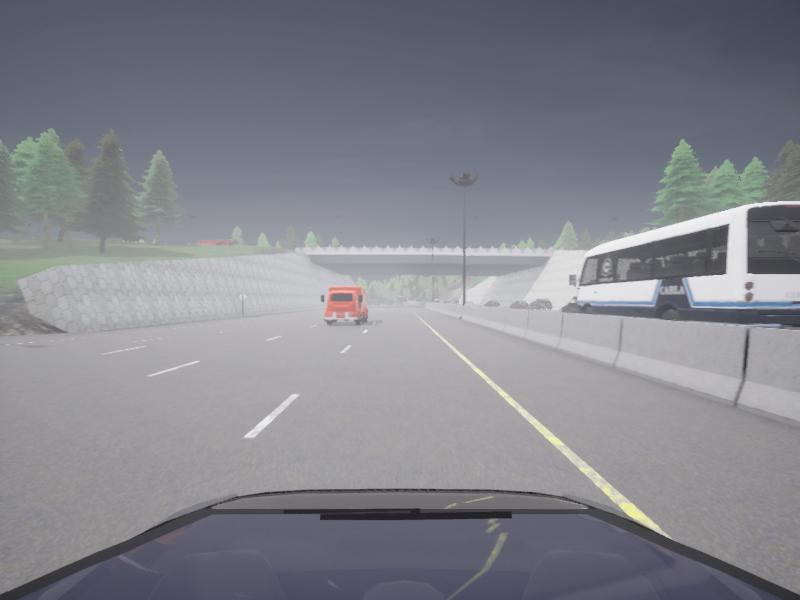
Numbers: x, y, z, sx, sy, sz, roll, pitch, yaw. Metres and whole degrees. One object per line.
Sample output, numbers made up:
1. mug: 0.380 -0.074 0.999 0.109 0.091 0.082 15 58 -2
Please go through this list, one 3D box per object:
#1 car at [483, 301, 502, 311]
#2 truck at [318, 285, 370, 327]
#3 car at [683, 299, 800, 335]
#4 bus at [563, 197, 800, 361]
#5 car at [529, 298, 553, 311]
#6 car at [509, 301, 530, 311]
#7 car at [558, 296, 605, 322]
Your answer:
1. car: 13.986 0.877 60.687 1.816 1.474 4.193 0 0 0
2. truck: -3.504 0.373 26.246 2.627 2.467 5.204 0 0 0
3. car: 17.495 0.766 20.872 2.242 1.667 4.611 0 0 0
4. bus: 10.376 -0.529 15.476 3.944 4.253 10.273 0 0 0
5. car: 20.988 0.675 59.591 1.932 1.855 4.605 0 0 0
6. car: 17.488 0.876 58.612 1.816 1.474 4.193 0 0 0
7. car: 13.996 0.659 31.091 1.905 1.878 3.866 0 0 0
